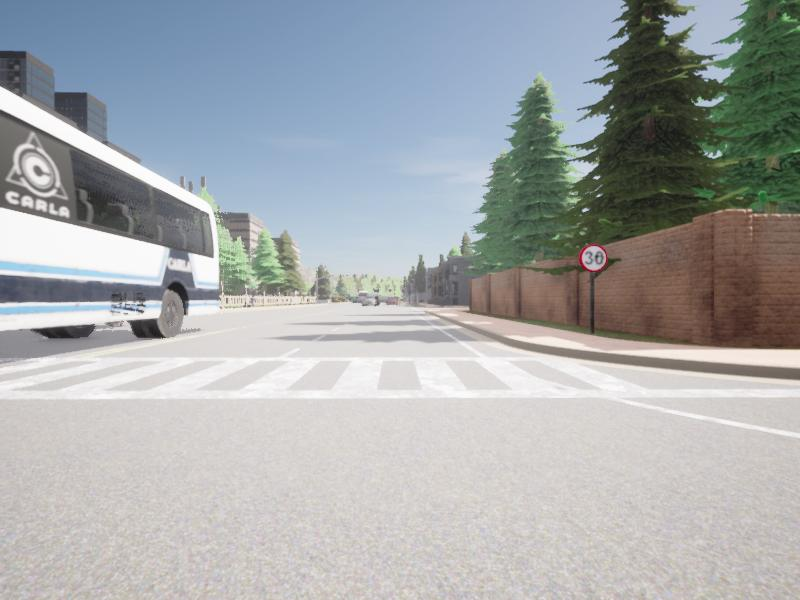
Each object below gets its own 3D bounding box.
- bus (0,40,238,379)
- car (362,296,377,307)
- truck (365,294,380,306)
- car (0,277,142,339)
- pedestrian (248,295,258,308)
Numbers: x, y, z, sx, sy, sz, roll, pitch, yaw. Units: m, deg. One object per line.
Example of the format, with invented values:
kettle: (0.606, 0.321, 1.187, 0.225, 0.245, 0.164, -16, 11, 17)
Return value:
bus: (-7.109, -1.135, 7.997, 3.944, 4.253, 10.273, 0, 0, -2)
car: (-4.786, 0.181, 63.161, 2.152, 1.651, 5.027, 0, 0, -1)
truck: (-4.962, -0.060, 73.139, 2.390, 2.098, 6.274, 0, 0, -1)
car: (-10.908, 0.201, 12.893, 1.801, 1.575, 5.366, 0, 0, -1)
pedestrian: (-15.803, 0.163, 43.040, 0.751, 1.300, 0.751, 0, 0, -4)
